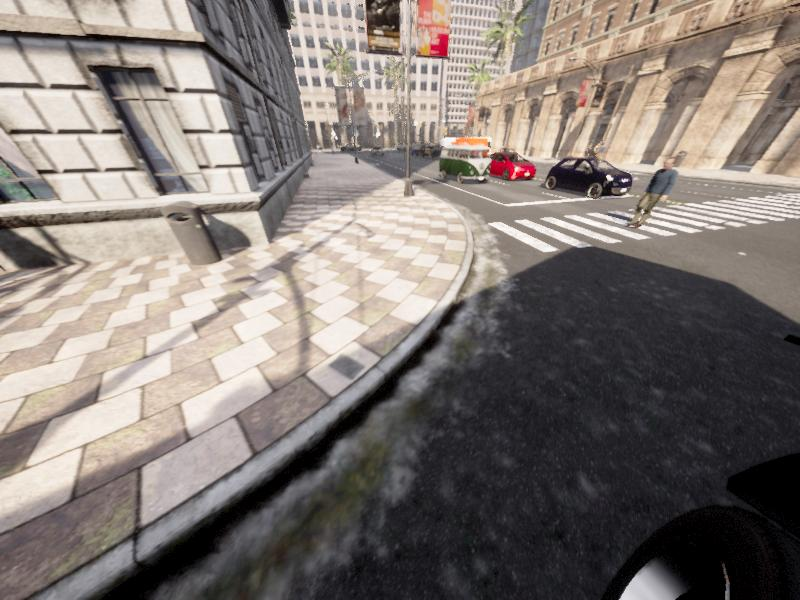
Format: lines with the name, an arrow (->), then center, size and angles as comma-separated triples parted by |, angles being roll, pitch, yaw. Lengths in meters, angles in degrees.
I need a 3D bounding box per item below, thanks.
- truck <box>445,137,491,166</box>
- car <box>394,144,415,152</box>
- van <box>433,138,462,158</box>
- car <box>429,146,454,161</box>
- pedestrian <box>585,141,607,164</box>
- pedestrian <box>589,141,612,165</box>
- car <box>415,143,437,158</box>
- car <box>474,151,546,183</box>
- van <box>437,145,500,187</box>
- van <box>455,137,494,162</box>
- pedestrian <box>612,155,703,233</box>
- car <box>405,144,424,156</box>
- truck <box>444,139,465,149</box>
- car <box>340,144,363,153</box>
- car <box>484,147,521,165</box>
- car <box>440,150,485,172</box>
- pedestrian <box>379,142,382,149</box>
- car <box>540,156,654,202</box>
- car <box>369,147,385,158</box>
truck -> 7.560, -17.142, 26.570 | 2.627, 2.467, 5.204 | -9, 36, -12
car -> 1.171, -40.003, 60.723 | 4.902, 1.511, 2.128 | -9, 35, -12
van -> 7.557, -24.810, 37.626 | 1.988, 2.561, 5.915 | -9, 36, -12
car -> 5.747, -20.594, 32.365 | 1.851, 1.617, 3.988 | -9, 35, -12
pedestrian -> 19.568, -14.749, 23.124 | 0.751, 1.860, 0.751 | -11, 36, -15
pedestrian -> 19.209, -14.116, 22.212 | 0.751, 1.860, 0.751 | -7, 35, -10
car -> 4.111, -24.130, 37.280 | 1.932, 1.855, 4.605 | -9, 36, -12
car -> 7.472, -9.483, 16.300 | 2.007, 1.525, 4.514 | -9, 36, -12
van -> 4.201, -8.901, 15.108 | 1.775, 1.987, 4.442 | -9, 36, -13
van -> 9.742, -20.228, 30.947 | 1.988, 2.561, 5.915 | -9, 35, -12
pedestrian -> 7.161, -2.984, 6.548 | 0.751, 1.860, 0.751 | -9, 35, -11
car -> 2.508, -27.396, 42.116 | 2.097, 1.767, 4.553 | -9, 35, -12
truck -> 16.462, -46.974, 69.665 | 5.204, 2.467, 2.627 | -9, 35, -12
car -> -12.196, -37.956, 57.809 | 5.238, 1.638, 1.930 | -9, 35, -12
car -> 11.443, -16.271, 26.070 | 1.845, 1.501, 3.633 | -9, 36, -12
car -> 5.638, -13.184, 21.725 | 1.837, 1.490, 4.892 | -9, 36, -12
pedestrian -> -6.003, -48.341, 72.254 | 0.751, 1.860, 0.751 | -9, 35, -12
car -> 9.182, -6.025, 11.257 | 1.845, 1.501, 3.633 | -9, 35, -13
car -> -4.036, -25.851, 40.296 | 1.812, 1.442, 4.674 | -9, 35, -12
